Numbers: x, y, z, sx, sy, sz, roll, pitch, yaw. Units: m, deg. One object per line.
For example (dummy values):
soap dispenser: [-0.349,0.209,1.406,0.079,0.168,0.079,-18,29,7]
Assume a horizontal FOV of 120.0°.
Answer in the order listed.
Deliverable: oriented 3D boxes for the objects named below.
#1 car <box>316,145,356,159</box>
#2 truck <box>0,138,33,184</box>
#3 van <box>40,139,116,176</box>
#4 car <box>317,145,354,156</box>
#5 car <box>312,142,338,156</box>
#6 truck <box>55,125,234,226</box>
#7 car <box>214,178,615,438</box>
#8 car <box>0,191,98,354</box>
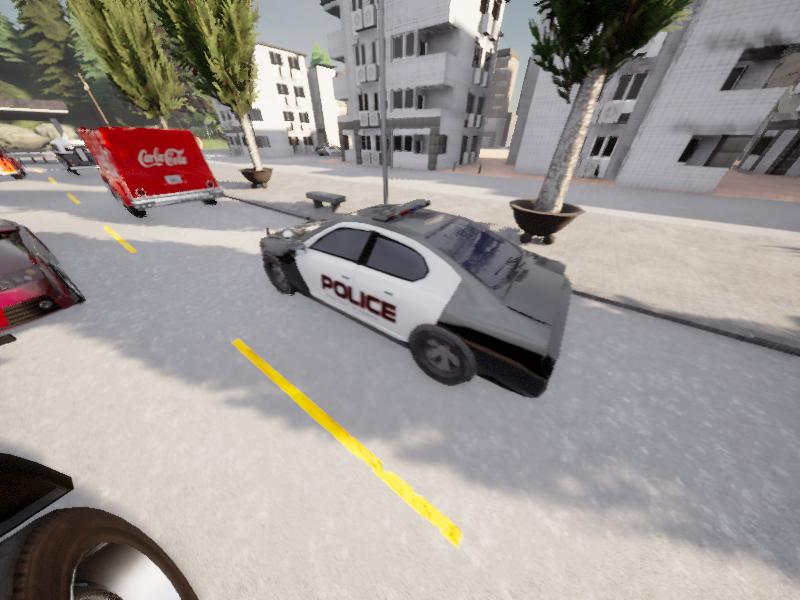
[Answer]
car: [-8.899,-20.763,32.319,4.974,1.542,2.038,-15,38,-20]
truck: [-24.852,-8.401,13.493,5.204,2.467,2.627,23,41,28]
van: [-23.182,-10.357,16.656,4.480,2.038,2.069,22,40,28]
car: [-8.945,-20.879,32.210,4.536,1.218,1.853,-15,38,-20]
car: [-10.976,-22.066,33.729,1.845,1.501,3.633,-28,44,-34]
truck: [-9.248,-4.779,8.478,5.204,2.467,2.627,22,41,28]
car: [-0.286,-0.676,3.537,4.974,1.542,2.038,22,41,28]
car: [-6.857,-0.498,3.377,4.181,1.385,1.994,21,40,27]
